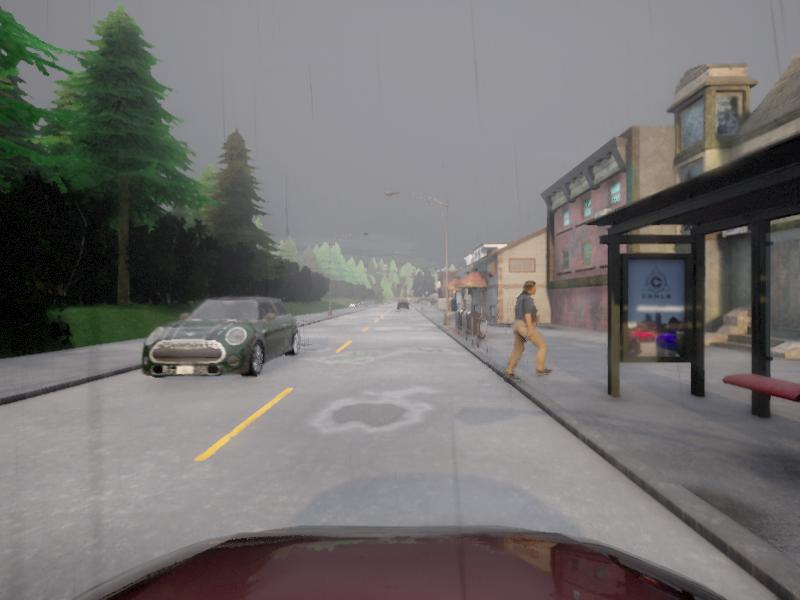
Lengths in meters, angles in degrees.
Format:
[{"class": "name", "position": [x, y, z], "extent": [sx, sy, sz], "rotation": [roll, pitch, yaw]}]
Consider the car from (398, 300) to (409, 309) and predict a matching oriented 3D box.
[{"class": "car", "position": [0.537, 0.832, 68.727], "extent": [1.837, 1.490, 4.892], "rotation": [0, 0, 0]}]

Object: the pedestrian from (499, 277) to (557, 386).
[{"class": "pedestrian", "position": [2.306, 0.532, 7.261], "extent": [0.751, 1.860, 0.751], "rotation": [0, 0, -9]}]

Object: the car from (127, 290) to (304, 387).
[{"class": "car", "position": [-3.923, 0.692, 9.578], "extent": [2.097, 1.767, 4.553], "rotation": [0, 0, 0]}]
